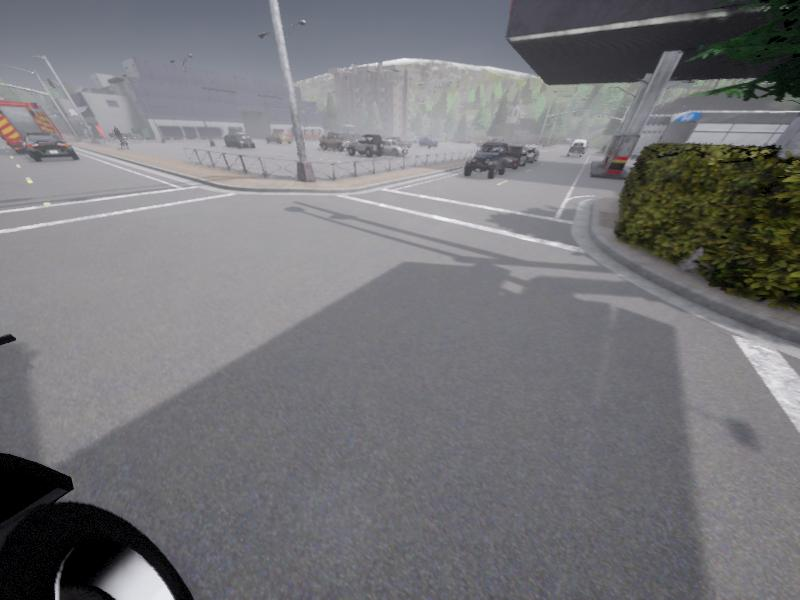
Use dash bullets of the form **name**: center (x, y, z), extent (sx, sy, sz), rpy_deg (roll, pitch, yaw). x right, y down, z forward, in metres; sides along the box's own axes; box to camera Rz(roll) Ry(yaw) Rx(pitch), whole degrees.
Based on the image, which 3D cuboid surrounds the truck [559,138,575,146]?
- **truck**: center (59.084, -56.133, 81.840), extent (2.390, 2.098, 6.274), rpy_deg (10, 37, 12)

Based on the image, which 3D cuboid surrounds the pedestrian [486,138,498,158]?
- **pedestrian**: center (10.580, -17.498, 26.542), extent (0.751, 1.860, 0.751), rpy_deg (23, 41, 27)

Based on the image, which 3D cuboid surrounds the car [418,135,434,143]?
- **car**: center (8.267, -51.865, 74.251), extent (4.605, 1.855, 1.932), rpy_deg (23, 41, 27)

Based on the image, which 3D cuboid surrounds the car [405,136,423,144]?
- **car**: center (3.405, -39.276, 56.795), extent (3.806, 1.475, 1.970), rpy_deg (23, 41, 27)

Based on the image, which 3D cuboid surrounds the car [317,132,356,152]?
- **car**: center (-7.918, -19.722, 28.856), extent (4.605, 1.855, 1.932), rpy_deg (23, 41, 27)

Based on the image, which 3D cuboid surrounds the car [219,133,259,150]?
- **car**: center (-20.102, -19.799, 28.853), extent (4.514, 1.523, 2.007), rpy_deg (23, 41, 27)

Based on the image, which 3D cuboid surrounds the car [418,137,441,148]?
- **car**: center (5.548, -29.839, 43.718), extent (3.633, 1.501, 1.845), rpy_deg (23, 41, 27)

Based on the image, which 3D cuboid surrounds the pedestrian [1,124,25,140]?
- **pedestrian**: center (-54.647, -23.707, 32.645), extent (0.751, 1.860, 0.751), rpy_deg (-26, 44, -33)

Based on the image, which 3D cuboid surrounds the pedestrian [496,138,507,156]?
- **pedestrian**: center (12.846, -19.398, 29.251), extent (0.751, 1.860, 0.751), rpy_deg (23, 41, 27)

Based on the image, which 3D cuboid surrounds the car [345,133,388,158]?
- **car**: center (-3.351, -15.438, 23.068), extent (3.866, 1.878, 1.905), rpy_deg (23, 41, 27)

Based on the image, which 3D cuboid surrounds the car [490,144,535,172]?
- **car**: center (9.635, -12.214, 19.703), extent (2.033, 1.649, 4.856), rpy_deg (23, 41, 27)

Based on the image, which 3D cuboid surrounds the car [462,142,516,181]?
- **car**: center (5.911, -9.299, 15.311), extent (1.905, 1.878, 3.866), rpy_deg (23, 41, 27)

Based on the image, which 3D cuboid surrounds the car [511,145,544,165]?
- **car**: center (13.283, -15.115, 23.977), extent (1.970, 1.475, 3.806), rpy_deg (23, 41, 27)

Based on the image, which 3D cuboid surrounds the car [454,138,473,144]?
- **car**: center (18.726, -47.324, 68.701), extent (4.792, 1.488, 2.163), rpy_deg (23, 41, 27)

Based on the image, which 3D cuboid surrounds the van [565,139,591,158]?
- **van**: center (25.303, -21.534, 32.814), extent (2.069, 2.038, 4.480), rpy_deg (23, 41, 27)

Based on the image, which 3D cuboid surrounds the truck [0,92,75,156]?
- **truck**: center (-31.884, -14.762, 19.484), extent (8.468, 3.827, 2.891), rpy_deg (23, 41, 27)

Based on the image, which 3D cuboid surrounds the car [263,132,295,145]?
- **car**: center (-20.369, -27.239, 38.881), extent (5.027, 1.636, 2.152), rpy_deg (23, 41, 27)

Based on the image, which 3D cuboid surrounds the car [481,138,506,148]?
- **car**: center (20.373, -34.203, 50.334), extent (4.514, 1.523, 2.007), rpy_deg (23, 41, 27)

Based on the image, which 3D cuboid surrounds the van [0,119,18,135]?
- **van**: center (-81.559, -35.588, 47.492), extent (5.915, 2.561, 1.988), rpy_deg (23, 41, 27)

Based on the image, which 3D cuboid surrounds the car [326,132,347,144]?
- **car**: center (-13.042, -33.320, 47.427), extent (3.866, 1.878, 1.905), rpy_deg (23, 41, 27)

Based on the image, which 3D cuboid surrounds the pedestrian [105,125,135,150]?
- **pedestrian**: center (-26.095, -15.124, 21.574), extent (0.751, 1.860, 0.751), rpy_deg (10, 37, 11)

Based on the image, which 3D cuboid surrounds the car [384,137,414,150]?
- **car**: center (-0.207, -25.170, 37.015), extent (4.514, 1.523, 2.007), rpy_deg (23, 41, 27)

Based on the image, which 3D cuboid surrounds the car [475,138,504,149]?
- **car**: center (18.620, -32.716, 48.199), extent (5.027, 1.636, 2.152), rpy_deg (23, 41, 27)

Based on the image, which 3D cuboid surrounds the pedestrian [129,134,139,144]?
- **pedestrian**: center (-37.801, -22.890, 32.824), extent (0.500, 1.100, 0.500), rpy_deg (23, 41, 27)

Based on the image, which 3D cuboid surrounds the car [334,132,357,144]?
- **car**: center (-11.717, -34.814, 49.577), extent (4.605, 1.855, 1.932), rpy_deg (23, 41, 27)

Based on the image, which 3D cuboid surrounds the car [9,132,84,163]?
- **car**: center (-24.618, -10.697, 16.090), extent (4.974, 1.542, 2.038), rpy_deg (23, 41, 27)

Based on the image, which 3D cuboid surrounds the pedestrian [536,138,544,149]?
- **pedestrian**: center (29.327, -32.712, 48.268), extent (0.751, 1.860, 0.751), rpy_deg (23, 41, 27)

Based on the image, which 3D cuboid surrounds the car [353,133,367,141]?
- **car**: center (-11.879, -48.593, 68.960), extent (1.905, 1.878, 3.866), rpy_deg (23, 41, 27)

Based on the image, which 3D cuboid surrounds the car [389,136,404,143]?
- **car**: center (-0.971, -43.285, 62.156), extent (3.633, 1.501, 1.845), rpy_deg (23, 41, 27)

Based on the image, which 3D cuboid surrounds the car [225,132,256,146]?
- **car**: center (-23.780, -24.043, 34.471), extent (3.806, 1.475, 1.970), rpy_deg (23, 41, 27)

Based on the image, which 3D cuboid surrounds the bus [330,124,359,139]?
- **bus**: center (-20.518, -62.492, 85.840), extent (10.273, 4.253, 3.944), rpy_deg (23, 41, 27)

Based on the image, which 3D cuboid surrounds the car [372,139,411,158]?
- **car**: center (-0.953, -16.558, 25.190), extent (3.806, 1.475, 1.970), rpy_deg (23, 41, 27)

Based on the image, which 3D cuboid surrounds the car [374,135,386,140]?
- **car**: center (-6.868, -56.138, 79.904), extent (1.816, 1.474, 4.193), rpy_deg (23, 41, 27)

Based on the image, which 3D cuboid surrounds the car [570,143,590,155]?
- **car**: center (29.941, -25.093, 38.345), extent (2.007, 1.525, 4.514), rpy_deg (23, 41, 27)
